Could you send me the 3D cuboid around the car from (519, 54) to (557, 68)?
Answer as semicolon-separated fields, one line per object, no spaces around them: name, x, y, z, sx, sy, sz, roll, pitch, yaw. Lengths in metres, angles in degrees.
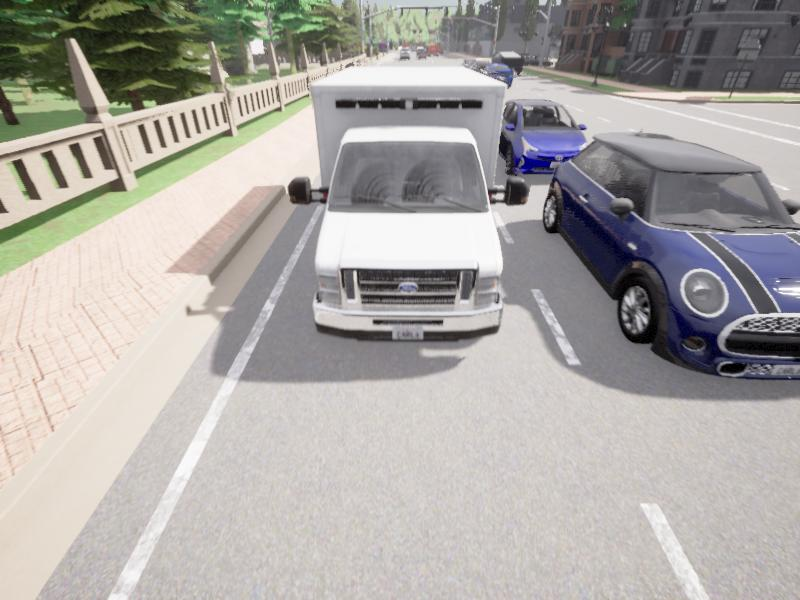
car;19.588;-33.927;56.774;4.514;1.525;2.007;0;33;0

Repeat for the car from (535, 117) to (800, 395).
car;3.595;-1.070;5.234;2.097;1.767;4.553;0;33;0

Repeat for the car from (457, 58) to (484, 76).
car;7.568;-25.344;43.440;2.033;1.411;5.357;0;33;0

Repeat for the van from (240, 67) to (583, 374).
van;0.106;-1.992;6.081;2.351;2.431;6.366;0;33;0

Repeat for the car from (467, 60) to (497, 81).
car;7.485;-21.262;36.986;1.837;1.490;4.892;0;33;1

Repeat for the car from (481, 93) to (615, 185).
car;3.667;-4.595;10.976;2.007;1.525;4.514;0;33;0

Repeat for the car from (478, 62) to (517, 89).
car;7.413;-17.440;30.989;1.882;1.535;5.008;0;33;0

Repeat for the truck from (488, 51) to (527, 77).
truck;11.048;-24.663;41.730;2.390;2.098;6.274;0;33;0

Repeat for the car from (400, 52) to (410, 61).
car;0.999;-47.966;78.674;2.033;1.411;5.357;0;33;0
